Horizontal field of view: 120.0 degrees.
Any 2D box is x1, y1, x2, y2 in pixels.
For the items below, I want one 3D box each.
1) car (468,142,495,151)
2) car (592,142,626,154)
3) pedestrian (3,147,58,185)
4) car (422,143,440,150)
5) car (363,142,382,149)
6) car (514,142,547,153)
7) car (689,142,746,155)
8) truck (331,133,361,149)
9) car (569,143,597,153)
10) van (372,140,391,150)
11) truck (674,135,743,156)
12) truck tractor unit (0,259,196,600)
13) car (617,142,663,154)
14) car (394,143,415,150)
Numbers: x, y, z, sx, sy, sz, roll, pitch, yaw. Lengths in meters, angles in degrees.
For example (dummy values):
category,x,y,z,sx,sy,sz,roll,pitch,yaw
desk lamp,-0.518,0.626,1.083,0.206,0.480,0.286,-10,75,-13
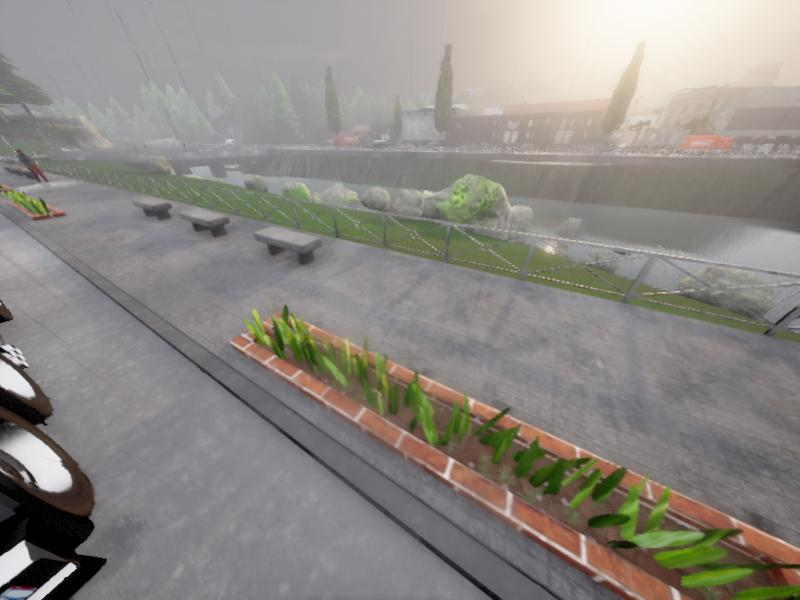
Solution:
category,x,y,z,sx,sy,sz,roll,pitch,yaw
car,18.574,-35.000,52.607,5.238,1.638,1.930,18,39,24
car,36.490,-26.622,40.456,3.988,1.617,1.851,19,39,25
pedestrian,-22.091,-8.035,13.871,0.751,1.860,0.751,8,36,12
car,7.701,-38.449,57.797,3.806,1.475,1.970,18,39,24
car,-7.679,-43.500,65.032,4.856,1.649,2.033,18,39,24
car,25.641,-30.149,45.584,5.238,1.638,1.930,19,39,25
car,50.930,-24.487,37.244,4.856,1.649,2.033,18,39,25
truck,-15.921,-47.064,68.297,8.468,3.827,2.891,18,39,24
car,35.237,-29.439,44.623,3.806,1.475,1.970,19,39,26
van,-4.682,-40.053,59.722,4.480,2.038,2.069,18,39,24
truck,46.751,-23.608,35.298,5.204,2.467,2.627,18,39,25
truck tractor unit,-5.101,-0.312,0.788,6.516,4.208,3.053,19,39,24
car,42.614,-27.170,41.158,5.238,1.638,1.930,19,39,25
car,1.077,-40.542,60.979,5.027,1.651,2.152,18,39,24
